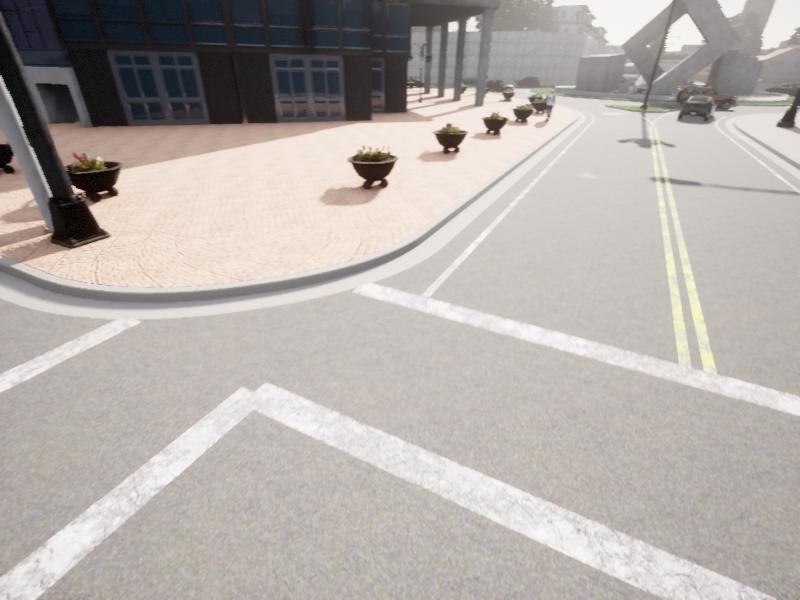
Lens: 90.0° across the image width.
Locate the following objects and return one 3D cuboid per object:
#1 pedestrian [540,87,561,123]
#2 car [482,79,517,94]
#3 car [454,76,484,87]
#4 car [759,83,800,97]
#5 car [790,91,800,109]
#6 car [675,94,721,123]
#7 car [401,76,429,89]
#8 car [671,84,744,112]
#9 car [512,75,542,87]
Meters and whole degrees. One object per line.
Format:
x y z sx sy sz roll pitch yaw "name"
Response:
9.060 -11.763 24.132 0.751 1.860 0.751 15 33 23 "pedestrian"
14.135 -30.488 57.088 2.152 1.651 5.027 -12 33 -21 "car"
12.766 -40.418 73.983 5.027 1.651 2.152 10 31 15 "car"
57.954 -31.841 60.564 2.242 1.667 4.611 -8 32 -15 "car"
40.579 -19.333 38.692 3.633 1.501 1.845 -4 31 -9 "car"
21.575 -13.904 28.878 1.837 1.490 4.892 23 37 32 "car"
2.409 -34.316 63.064 3.988 1.617 1.851 21 36 30 "car"
27.480 -18.203 36.005 4.605 1.855 1.932 13 33 18 "car"
23.158 -39.908 72.993 4.553 1.767 2.097 -1 30 -4 "car"
